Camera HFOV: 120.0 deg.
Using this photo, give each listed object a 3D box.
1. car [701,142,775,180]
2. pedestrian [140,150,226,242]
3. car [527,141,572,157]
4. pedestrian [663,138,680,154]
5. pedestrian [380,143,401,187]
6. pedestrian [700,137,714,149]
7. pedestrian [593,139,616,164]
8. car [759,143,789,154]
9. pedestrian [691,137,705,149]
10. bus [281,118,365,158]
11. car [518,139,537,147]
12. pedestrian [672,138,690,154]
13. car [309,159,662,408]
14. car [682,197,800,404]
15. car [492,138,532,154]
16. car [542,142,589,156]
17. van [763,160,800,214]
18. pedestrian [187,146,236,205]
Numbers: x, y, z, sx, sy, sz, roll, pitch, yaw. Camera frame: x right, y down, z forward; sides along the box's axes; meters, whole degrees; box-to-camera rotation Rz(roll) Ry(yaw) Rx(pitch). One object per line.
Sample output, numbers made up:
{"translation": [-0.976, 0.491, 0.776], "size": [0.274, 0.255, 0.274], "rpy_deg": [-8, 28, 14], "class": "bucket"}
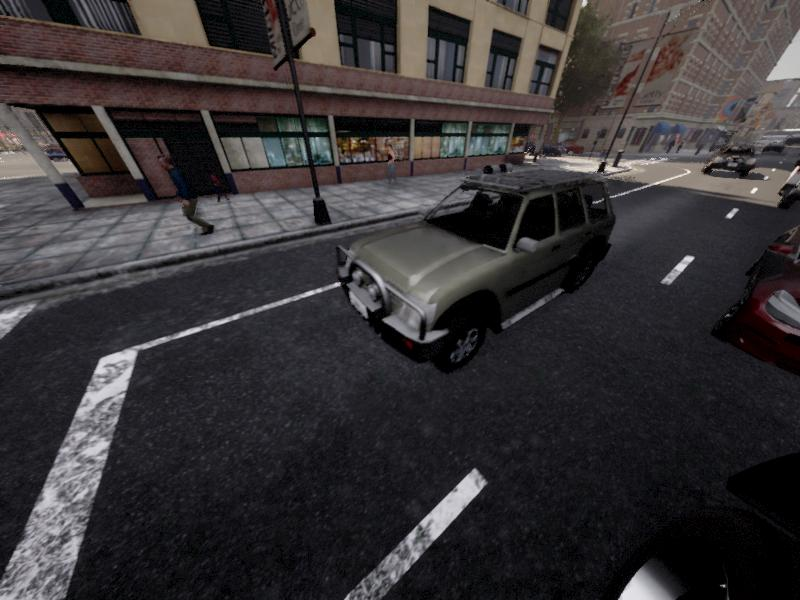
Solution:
{"translation": [22.710, -9.629, 15.779], "size": [4.605, 1.855, 1.932], "rpy_deg": [-29, 45, -34], "class": "car"}
{"translation": [-5.079, -2.469, 5.537], "size": [0.751, 1.860, 0.751], "rpy_deg": [-25, 42, -31], "class": "pedestrian"}
{"translation": [20.585, -21.021, 32.043], "size": [2.097, 1.767, 4.553], "rpy_deg": [-23, 41, -29], "class": "car"}
{"translation": [37.771, -21.445, 32.150], "size": [0.751, 1.860, 0.751], "rpy_deg": [29, 45, 35], "class": "pedestrian"}
{"translation": [-0.445, -6.847, 11.716], "size": [0.751, 1.860, 0.751], "rpy_deg": [-18, 39, -23], "class": "pedestrian"}
{"translation": [58.573, -29.979, 44.107], "size": [0.751, 1.860, 0.751], "rpy_deg": [-18, 39, -23], "class": "pedestrian"}
{"translation": [18.426, -13.367, 20.829], "size": [0.751, 1.860, 0.751], "rpy_deg": [-22, 41, -28], "class": "pedestrian"}
{"translation": [57.541, -23.364, 35.511], "size": [4.718, 1.301, 1.895], "rpy_deg": [-22, 41, -28], "class": "car"}
{"translation": [56.403, -29.693, 43.717], "size": [0.751, 1.860, 0.751], "rpy_deg": [-19, 39, -25], "class": "pedestrian"}
{"translation": [-10.867, -23.605, 33.817], "size": [10.273, 4.253, 3.944], "rpy_deg": [-22, 41, -28], "class": "bus"}
{"translation": [35.560, -43.766, 64.352], "size": [5.238, 1.638, 1.930], "rpy_deg": [-22, 41, -28], "class": "car"}
{"translation": [38.378, -21.051, 31.585], "size": [0.751, 1.860, 0.751], "rpy_deg": [-24, 41, -29], "class": "pedestrian"}
{"translation": [1.430, -0.883, 3.524], "size": [4.605, 1.855, 1.932], "rpy_deg": [-22, 41, -28], "class": "car"}
{"translation": [6.207, -0.207, 2.887], "size": [4.792, 1.488, 2.163], "rpy_deg": [-21, 40, -27], "class": "car"}
{"translation": [18.752, -26.050, 38.982], "size": [2.150, 2.045, 5.566], "rpy_deg": [-23, 41, -28], "class": "car"}
{"translation": [23.765, -21.893, 33.479], "size": [1.882, 1.535, 5.008], "rpy_deg": [-23, 41, -29], "class": "car"}
{"translation": [16.805, -4.876, 8.600], "size": [6.366, 2.431, 2.351], "rpy_deg": [-22, 41, -28], "class": "van"}
{"translation": [-7.009, -4.656, 8.656], "size": [0.751, 1.860, 0.751], "rpy_deg": [-25, 42, -30], "class": "pedestrian"}
